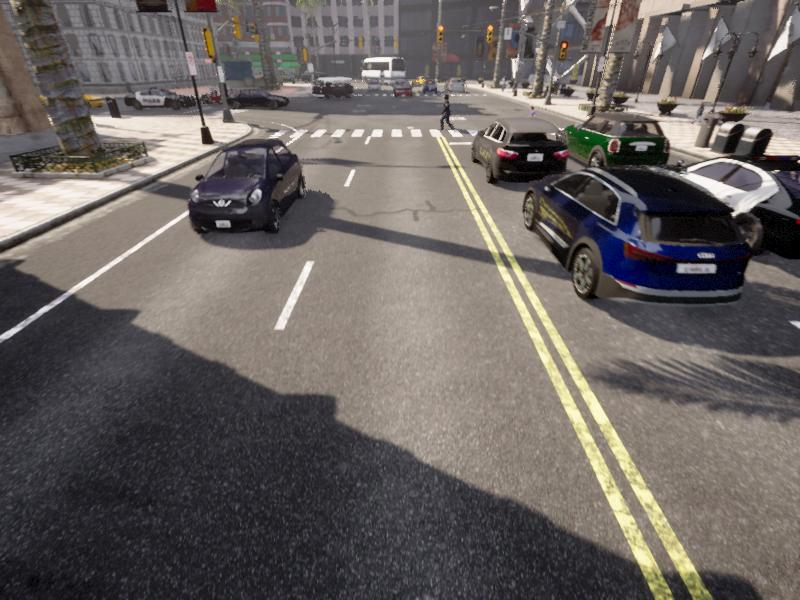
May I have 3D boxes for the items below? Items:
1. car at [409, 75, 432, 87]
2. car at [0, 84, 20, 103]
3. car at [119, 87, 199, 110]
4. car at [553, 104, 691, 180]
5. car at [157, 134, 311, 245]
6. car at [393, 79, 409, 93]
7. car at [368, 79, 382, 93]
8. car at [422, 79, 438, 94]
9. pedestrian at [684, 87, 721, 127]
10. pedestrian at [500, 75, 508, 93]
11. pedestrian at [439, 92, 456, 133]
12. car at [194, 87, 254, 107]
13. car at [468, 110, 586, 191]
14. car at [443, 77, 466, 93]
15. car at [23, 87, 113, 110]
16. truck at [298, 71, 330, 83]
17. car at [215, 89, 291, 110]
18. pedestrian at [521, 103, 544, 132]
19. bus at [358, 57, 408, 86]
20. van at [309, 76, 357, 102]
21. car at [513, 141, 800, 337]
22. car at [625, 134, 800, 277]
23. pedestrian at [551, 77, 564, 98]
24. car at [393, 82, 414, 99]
[{"bbox_3d":[3.511,-37.672,68.812,1.801,1.575,5.366,-12,32,-20],"label":"car"},{"bbox_3d":[-39.521,-19.897,38.531,3.705,1.549,1.789,0,30,0],"label":"car"},{"bbox_3d":[-19.416,-16.337,32.435,4.974,1.542,2.038,0,30,0],"label":"car"},{"bbox_3d":[7.198,-5.573,13.733,2.097,1.767,4.553,0,30,0],"label":"car"},{"bbox_3d":[-3.359,-2.650,9.013,1.845,1.501,3.633,0,31,0],"label":"car"},{"bbox_3d":[0.110,-28.938,53.993,1.970,1.475,3.806,-2,30,-3],"label":"car"},{"bbox_3d":[-3.300,-28.450,53.110,1.845,1.501,3.633,-1,30,-2],"label":"car"},{"bbox_3d":[3.783,-27.093,50.782,1.845,1.501,3.633,1,31,1],"label":"car"},{"bbox_3d":[16.183,-10.331,21.434,0.751,1.860,0.751,0,30,0],"label":"pedestrian"},{"bbox_3d":[12.713,-26.447,48.986,0.751,1.860,0.751,6,31,10],"label":"pedestrian"},{"bbox_3d":[2.441,-9.719,20.713,0.751,1.860,0.751,1,30,2],"label":"pedestrian"},{"bbox_3d":[-15.425,-17.907,35.273,4.181,1.385,1.994,1,30,2],"label":"car"},{"bbox_3d":[3.692,-4.932,12.765,2.242,1.667,4.611,0,30,0],"label":"car"},{"bbox_3d":[7.332,-29.026,53.940,2.242,1.667,4.611,-1,30,-3],"label":"car"},{"bbox_3d":[-26.768,-16.361,32.445,5.366,1.575,1.801,0,30,0],"label":"car"},{"bbox_3d":[-17.884,-46.495,83.414,6.274,2.098,2.390,16,34,25],"label":"truck"},{"bbox_3d":[-11.834,-16.359,32.597,5.357,1.411,2.033,-2,30,-3],"label":"car"},{"bbox_3d":[6.971,-9.600,21.056,0.751,1.300,0.751,-1,30,-2],"label":"pedestrian"},{"bbox_3d":[-3.242,-41.243,72.281,3.944,4.253,10.273,-19,35,-30],"label":"bus"},{"bbox_3d":[-6.781,-21.701,41.076,2.069,2.038,4.480,26,39,34],"label":"van"},{"bbox_3d":[3.649,-1.461,6.877,2.033,1.649,4.856,0,30,0],"label":"car"},{"bbox_3d":[7.160,-2.293,8.388,2.038,1.542,4.974,0,30,0],"label":"car"},{"bbox_3d":[16.196,-21.913,41.229,0.751,1.860,0.751,4,31,6],"label":"pedestrian"},{"bbox_3d":[0.377,-23.270,44.302,2.163,1.488,4.792,0,30,0],"label":"car"}]
